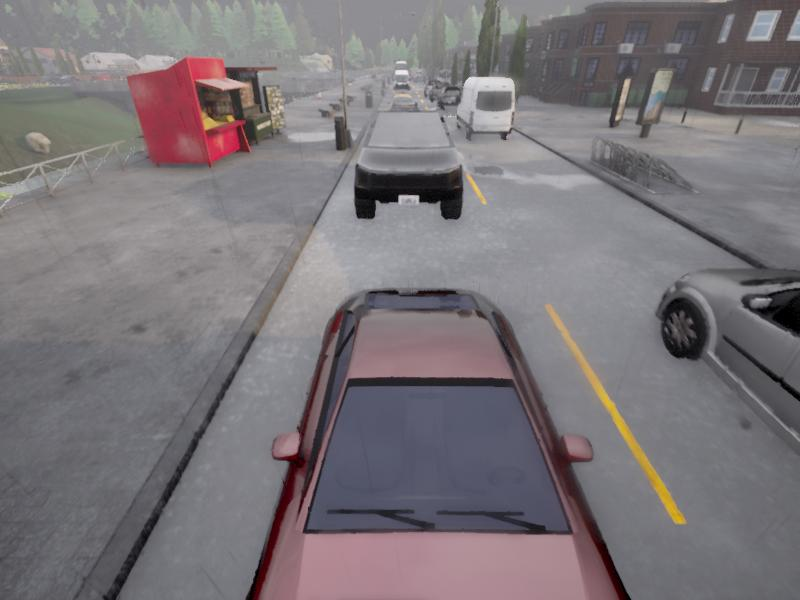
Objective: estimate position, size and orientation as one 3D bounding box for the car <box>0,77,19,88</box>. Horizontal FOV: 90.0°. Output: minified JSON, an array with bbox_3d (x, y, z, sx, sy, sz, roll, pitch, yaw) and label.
[{"bbox_3d":[-65.424,-35.685,65.588,1.970,1.475,3.806,0,30,0],"label":"car"}]

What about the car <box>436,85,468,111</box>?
[{"bbox_3d":[4.183,-16.813,33.145,2.033,1.649,4.856,0,30,0],"label":"car"}]

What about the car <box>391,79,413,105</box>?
[{"bbox_3d":[0.207,-19.798,37.994,1.932,1.855,4.605,0,31,0],"label":"car"}]

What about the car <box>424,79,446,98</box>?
[{"bbox_3d":[3.913,-24.157,45.661,2.242,1.667,4.611,1,30,2],"label":"car"}]

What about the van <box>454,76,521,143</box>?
[{"bbox_3d":[4.143,-9.733,20.133,1.988,2.561,5.915,0,30,0],"label":"van"}]

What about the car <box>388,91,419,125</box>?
[{"bbox_3d":[0.184,-12.457,25.745,1.801,1.575,5.366,0,30,0],"label":"car"}]

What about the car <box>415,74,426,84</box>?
[{"bbox_3d":[4.294,-46.384,84.003,2.152,1.651,5.027,0,30,0],"label":"car"}]

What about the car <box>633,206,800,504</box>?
[{"bbox_3d":[4.138,0.602,3.384,1.851,1.617,3.988,0,30,0],"label":"car"}]

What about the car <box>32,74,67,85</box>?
[{"bbox_3d":[-65.402,-41.208,74.780,2.033,1.649,4.856,0,30,0],"label":"car"}]

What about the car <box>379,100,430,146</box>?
[{"bbox_3d":[0.231,-8.617,19.242,2.128,1.511,4.902,0,30,1],"label":"car"}]

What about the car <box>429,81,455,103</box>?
[{"bbox_3d":[4.076,-20.580,39.546,2.242,1.667,4.611,1,30,1],"label":"car"}]

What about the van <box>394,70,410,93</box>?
[{"bbox_3d":[0.232,-29.176,53.339,1.988,2.561,5.915,0,30,0],"label":"van"}]

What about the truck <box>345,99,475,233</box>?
[{"bbox_3d":[0.216,-3.905,10.598,2.390,2.098,6.274,0,30,1],"label":"truck"}]

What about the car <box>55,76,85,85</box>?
[{"bbox_3d":[-61.403,-40.943,74.529,1.812,1.442,4.674,0,30,0],"label":"car"}]

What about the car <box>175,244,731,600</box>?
[{"bbox_3d":[0.192,1.021,2.930,1.994,1.385,4.181,0,30,0],"label":"car"}]
